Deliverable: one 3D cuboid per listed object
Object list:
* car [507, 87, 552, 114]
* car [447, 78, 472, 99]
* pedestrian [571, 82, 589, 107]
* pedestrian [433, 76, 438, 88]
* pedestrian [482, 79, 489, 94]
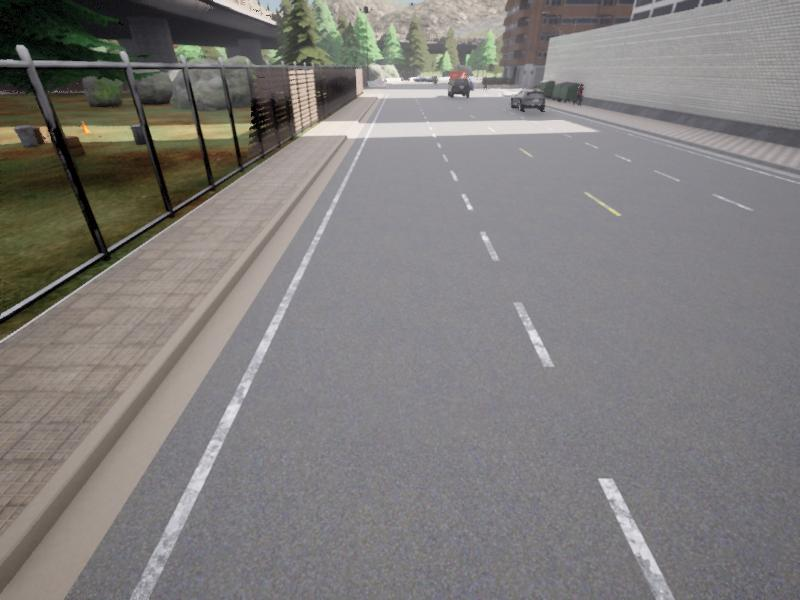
[{"bbox_3d":[10.562,-16.528,33.030,2.033,1.649,4.856,0,30,0],"label":"car"},{"bbox_3d":[7.087,-25.626,48.326,2.150,2.045,5.566,0,30,0],"label":"car"},{"bbox_3d":[15.403,-17.547,34.207,0.751,1.860,0.751,-16,34,-25],"label":"pedestrian"},{"bbox_3d":[6.446,-39.880,73.131,0.751,1.860,0.751,-3,30,-5],"label":"pedestrian"},{"bbox_3d":[11.803,-29.532,55.313,0.751,1.860,0.751,2,30,3],"label":"pedestrian"}]
